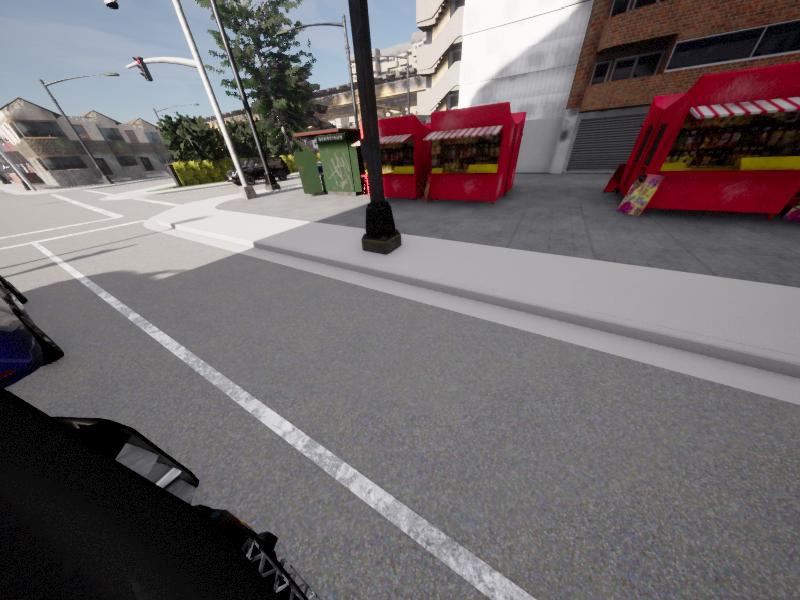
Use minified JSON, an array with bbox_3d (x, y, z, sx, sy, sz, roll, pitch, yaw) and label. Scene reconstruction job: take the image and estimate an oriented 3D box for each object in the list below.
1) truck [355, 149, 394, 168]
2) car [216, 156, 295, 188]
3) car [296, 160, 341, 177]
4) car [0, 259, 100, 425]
[{"bbox_3d":[-3.598,-21.254,34.582,2.390,2.098,6.274,16,38,27],"label":"truck"},{"bbox_3d":[-13.017,-11.962,21.370,2.150,2.045,5.566,15,38,27],"label":"car"},{"bbox_3d":[-9.318,-15.288,26.771,1.895,1.301,4.718,15,38,27],"label":"car"},{"bbox_3d":[-6.373,0.266,2.730,4.792,1.488,2.163,15,38,26],"label":"car"}]
